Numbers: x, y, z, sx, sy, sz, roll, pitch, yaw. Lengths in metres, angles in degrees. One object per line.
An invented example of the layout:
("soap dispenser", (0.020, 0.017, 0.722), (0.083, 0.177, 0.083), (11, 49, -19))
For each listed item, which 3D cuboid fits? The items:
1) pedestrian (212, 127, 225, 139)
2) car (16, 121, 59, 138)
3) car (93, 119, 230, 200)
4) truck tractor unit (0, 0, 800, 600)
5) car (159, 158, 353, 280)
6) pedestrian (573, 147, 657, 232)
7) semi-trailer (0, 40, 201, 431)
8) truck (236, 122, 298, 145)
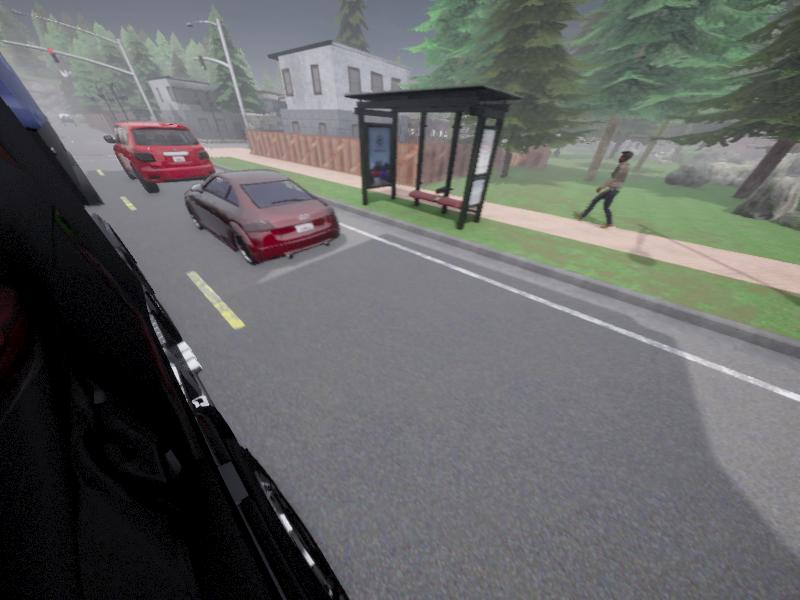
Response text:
("pedestrian", (-24.272, -22.296, 30.892), (0.751, 1.300, 0.751), (17, 39, 18))
("car", (-39.179, -18.486, 25.033), (4.181, 1.385, 1.994), (28, 43, 30))
("car", (-9.394, -5.695, 9.064), (5.566, 2.045, 2.150), (28, 43, 30))
("truck tractor unit", (-2.645, -0.295, 0.352), (6.516, 4.208, 3.053), (28, 44, 30))
("car", (-3.287, -2.179, 5.269), (4.181, 1.385, 1.994), (28, 43, 30))
("pedestrian", (5.586, -2.904, 6.114), (0.751, 1.860, 0.751), (-25, 45, -32))
("semi-trailer", (-8.697, -3.589, 4.254), (14.254, 4.402, 2.717), (28, 43, 30))
("truck", (-16.575, -21.039, 29.313), (2.390, 2.098, 6.274), (21, 40, 24))
